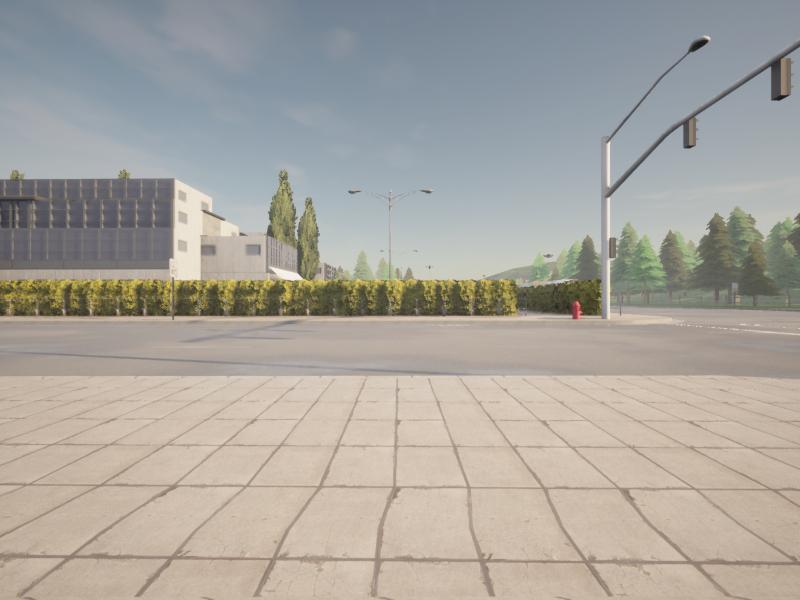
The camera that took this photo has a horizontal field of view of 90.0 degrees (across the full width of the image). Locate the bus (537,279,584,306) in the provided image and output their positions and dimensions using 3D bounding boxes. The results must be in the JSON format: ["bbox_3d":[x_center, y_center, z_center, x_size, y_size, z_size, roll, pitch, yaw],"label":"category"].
[{"bbox_3d":[27.201,-1.161,68.483,3.944,4.253,10.273,0,0,1],"label":"bus"}]

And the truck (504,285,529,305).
[{"bbox_3d":[24.062,-0.945,82.858,2.891,3.827,8.468,0,0,1],"label":"truck"}]
